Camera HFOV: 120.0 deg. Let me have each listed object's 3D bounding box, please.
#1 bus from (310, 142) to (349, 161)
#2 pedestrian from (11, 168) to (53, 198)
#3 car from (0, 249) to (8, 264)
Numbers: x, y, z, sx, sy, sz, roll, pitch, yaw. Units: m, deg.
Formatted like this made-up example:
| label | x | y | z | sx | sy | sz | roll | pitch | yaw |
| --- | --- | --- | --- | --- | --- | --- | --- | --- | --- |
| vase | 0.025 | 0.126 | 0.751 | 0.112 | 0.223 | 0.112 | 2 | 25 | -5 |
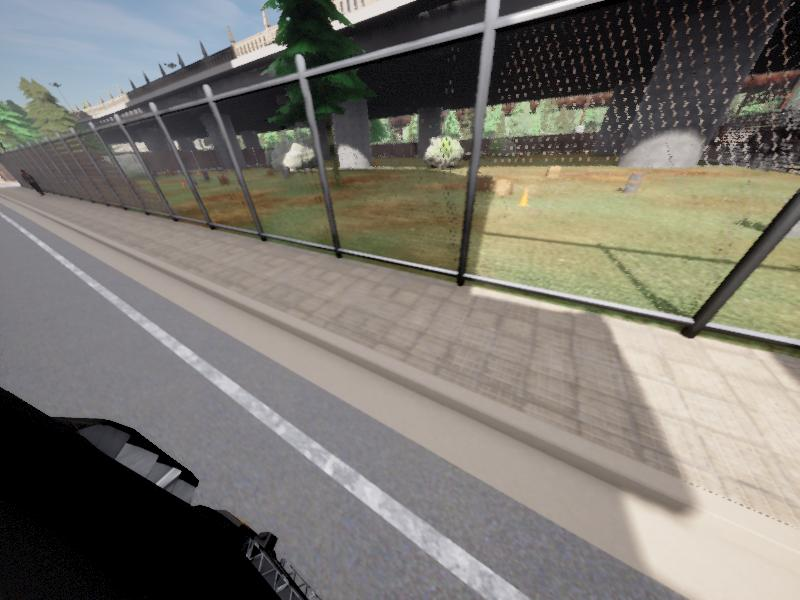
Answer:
| label | x | y | z | sx | sy | sz | roll | pitch | yaw |
| --- | --- | --- | --- | --- | --- | --- | --- | --- | --- |
| bus | -21.389 | -45.642 | 70.876 | 10.273 | 4.253 | 3.944 | -23 | 38 | -28 |
| pedestrian | -27.166 | -8.666 | 17.079 | 0.751 | 1.860 | 0.751 | 14 | 37 | 23 |
| car | -13.081 | -1.639 | 6.178 | 4.181 | 1.385 | 1.994 | 16 | 38 | 26 |
